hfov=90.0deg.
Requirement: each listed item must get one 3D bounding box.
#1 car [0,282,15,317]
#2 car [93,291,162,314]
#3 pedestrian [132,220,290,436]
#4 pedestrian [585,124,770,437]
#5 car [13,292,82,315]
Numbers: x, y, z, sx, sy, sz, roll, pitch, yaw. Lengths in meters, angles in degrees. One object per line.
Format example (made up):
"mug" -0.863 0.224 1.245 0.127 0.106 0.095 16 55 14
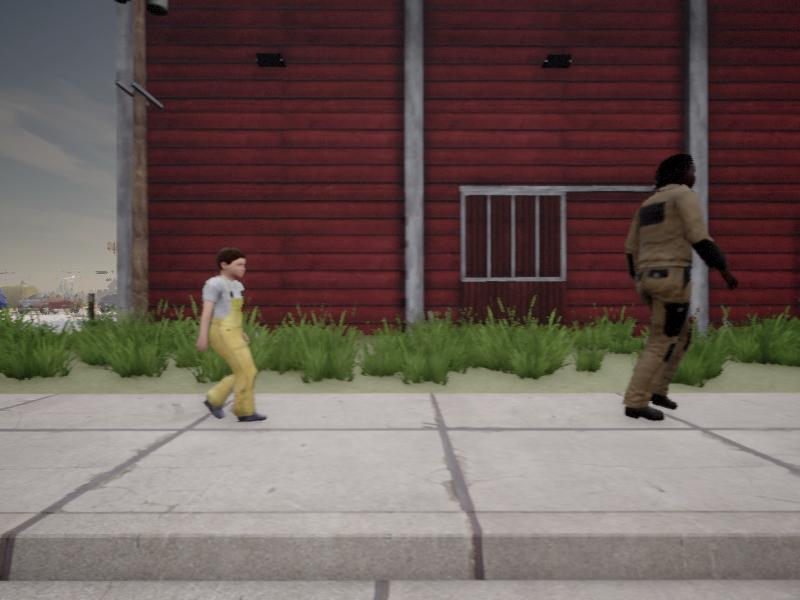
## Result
"car" -25.000 -0.025 22.075 2.150 2.045 5.566 0 0 -1
"car" -21.688 0.181 32.121 2.152 1.651 5.027 0 0 -1
"pedestrian" -1.243 0.167 2.791 0.751 1.300 0.751 0 0 -1
"pedestrian" 1.841 -0.117 2.771 0.751 1.860 0.751 0 0 -3
"car" -25.128 0.222 28.705 1.789 1.549 3.705 0 0 -1
